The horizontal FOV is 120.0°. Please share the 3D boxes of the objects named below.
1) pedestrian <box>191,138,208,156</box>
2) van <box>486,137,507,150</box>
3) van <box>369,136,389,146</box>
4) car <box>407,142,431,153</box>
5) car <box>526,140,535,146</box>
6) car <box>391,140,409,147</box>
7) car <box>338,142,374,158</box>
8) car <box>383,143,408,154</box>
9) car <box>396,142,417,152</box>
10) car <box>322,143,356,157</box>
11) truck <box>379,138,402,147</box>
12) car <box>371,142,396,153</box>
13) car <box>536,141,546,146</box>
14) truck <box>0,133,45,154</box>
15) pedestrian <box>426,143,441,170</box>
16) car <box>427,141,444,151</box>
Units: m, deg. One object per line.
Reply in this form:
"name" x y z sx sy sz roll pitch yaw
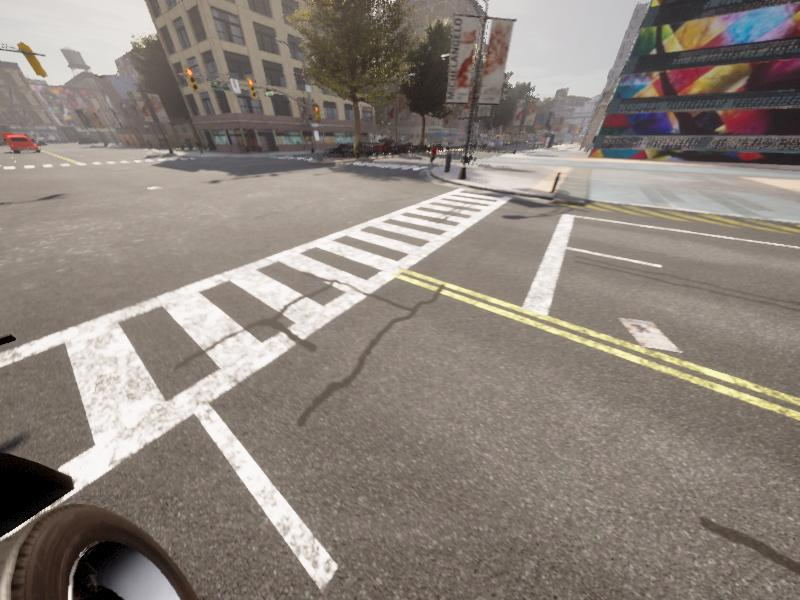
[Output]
"pedestrian" -25.391 -19.393 29.278 0.751 1.860 0.751 18 39 24
"van" 22.524 -36.620 53.932 2.351 2.431 6.366 22 41 28
"van" -6.504 -49.100 71.290 5.915 2.561 1.988 21 40 27
"car" 3.585 -28.703 43.338 2.128 1.511 4.902 22 41 28
"car" 46.339 -55.729 82.018 1.845 1.501 3.633 21 40 26
"car" -0.010 -46.182 68.039 5.366 1.575 1.801 21 40 26
"car" -5.952 -20.898 32.051 2.242 1.667 4.611 22 40 28
"car" -0.665 -25.137 38.368 1.994 1.385 4.181 22 41 28
"car" 1.347 -30.413 45.758 1.837 1.490 4.892 22 40 27
"car" -8.840 -21.935 33.691 1.812 1.442 4.674 22 41 28
"truck" -2.680 -44.951 65.821 6.274 2.098 2.390 21 40 27
"car" -2.761 -27.008 40.867 2.007 1.525 4.514 22 41 28
"car" 49.496 -54.875 81.034 1.895 1.301 4.718 22 41 28
"truck" -55.872 -23.132 34.095 5.204 2.467 2.627 22 41 28
"pedestrian" 2.760 -11.881 19.124 0.751 1.860 0.751 28 43 33
"car" 7.374 -31.869 47.778 1.851 1.617 3.988 22 41 28
